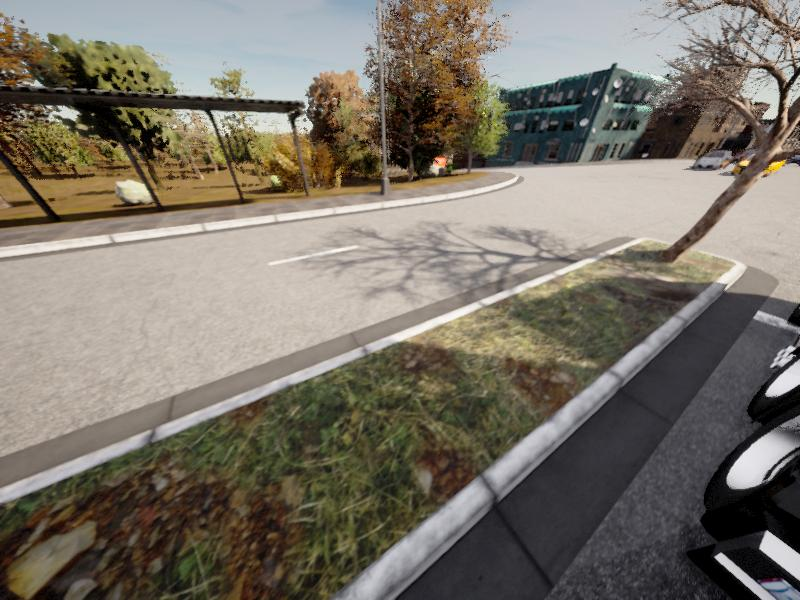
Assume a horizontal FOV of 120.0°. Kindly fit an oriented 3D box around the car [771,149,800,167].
[{"bbox_3d":[42.800,-15.394,25.043,4.193,1.474,1.816,-17,38,-25],"label":"car"}]

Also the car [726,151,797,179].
[{"bbox_3d":[28.670,-10.784,18.331,5.008,1.535,1.882,-19,38,-24],"label":"car"}]

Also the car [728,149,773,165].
[{"bbox_3d":[41.205,-16.815,27.151,4.181,1.385,1.994,-17,39,-25],"label":"car"}]

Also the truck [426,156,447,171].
[{"bbox_3d":[7.531,-28.596,48.501,2.627,2.467,5.204,-9,30,-12],"label":"truck"}]

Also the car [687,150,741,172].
[{"bbox_3d":[28.910,-12.835,21.298,3.633,1.501,1.845,-19,38,-24],"label":"car"}]

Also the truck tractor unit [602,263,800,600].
[{"bbox_3d":[5.115,-0.292,0.795,6.516,4.208,3.053,-18,39,-24],"label":"truck tractor unit"}]
